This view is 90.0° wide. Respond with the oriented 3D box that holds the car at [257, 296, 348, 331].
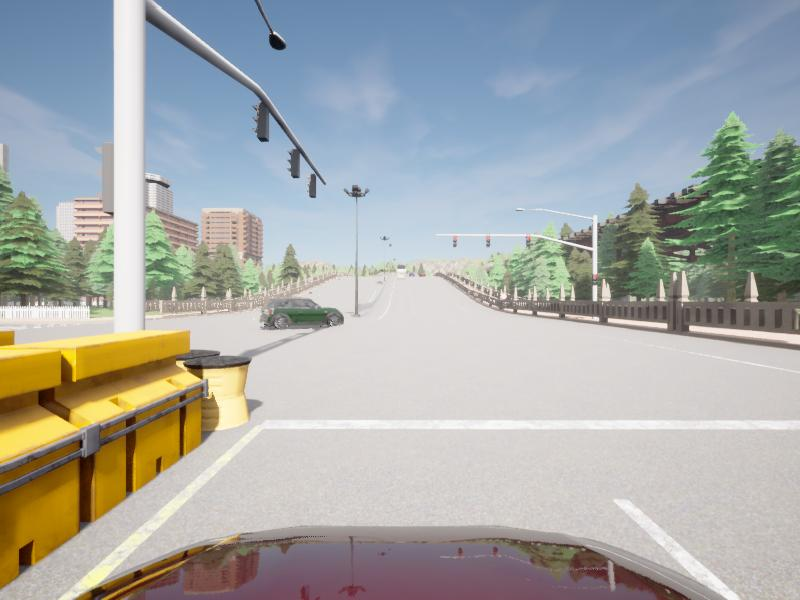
[{"bbox_3d":[-5.502,0.690,22.692,4.553,1.767,2.097,0,0,-35],"label":"car"}]
